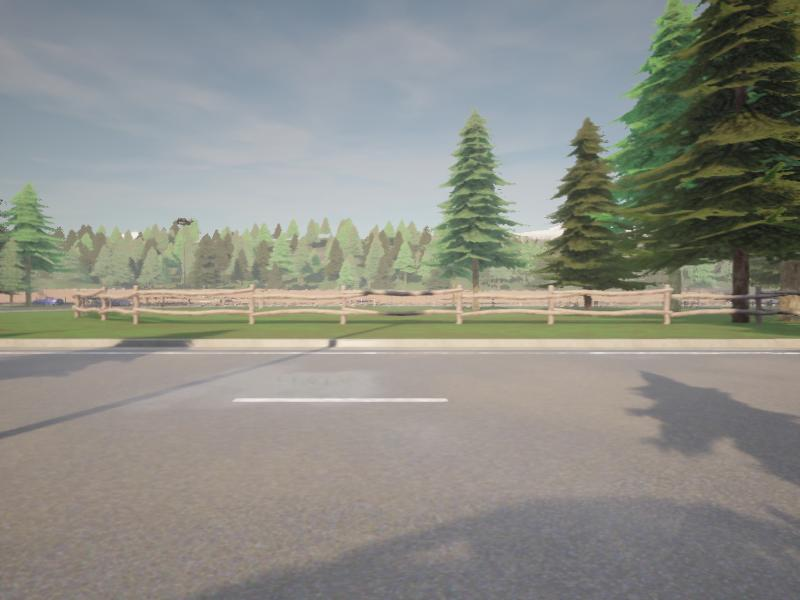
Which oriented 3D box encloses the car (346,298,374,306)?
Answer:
[{"bbox_3d":[-6.895,0.334,70.121,4.718,1.301,1.895,0,0,0],"label":"car"}]
